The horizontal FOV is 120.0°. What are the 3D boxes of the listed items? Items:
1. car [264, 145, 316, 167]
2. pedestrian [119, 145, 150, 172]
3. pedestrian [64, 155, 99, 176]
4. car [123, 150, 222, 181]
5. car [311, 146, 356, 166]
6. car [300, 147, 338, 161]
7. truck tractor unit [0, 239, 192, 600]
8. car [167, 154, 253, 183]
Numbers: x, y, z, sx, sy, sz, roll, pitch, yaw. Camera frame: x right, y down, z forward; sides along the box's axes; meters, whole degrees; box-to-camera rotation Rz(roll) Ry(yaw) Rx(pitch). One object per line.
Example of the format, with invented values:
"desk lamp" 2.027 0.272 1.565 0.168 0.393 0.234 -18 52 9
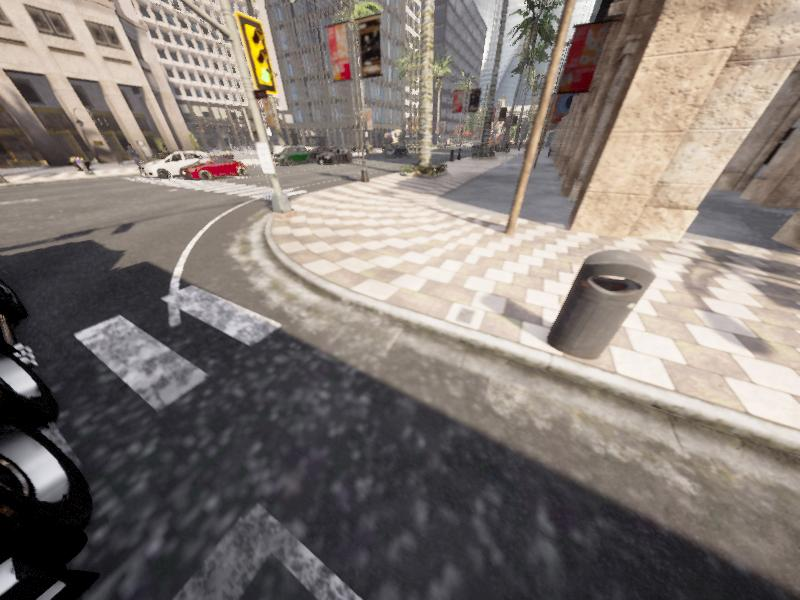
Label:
"car" -11.934 -15.911 25.427 2.097 1.767 4.553 17 38 23
"pedestrian" -21.978 -11.767 19.186 0.751 1.860 0.751 -14 37 -18
"pedestrian" -23.479 -9.947 17.072 0.751 1.300 0.751 1 35 2
"car" -17.007 -10.390 17.639 2.242 1.667 4.611 17 38 23
"car" -7.433 -16.458 26.282 2.242 1.667 4.611 17 38 23
"car" -11.163 -20.492 32.287 2.163 1.488 4.792 16 38 22
"truck tractor unit" -5.066 -0.343 0.842 6.516 4.208 3.053 20 40 26
"car" -13.583 -9.681 16.854 1.994 1.385 4.181 16 38 23
